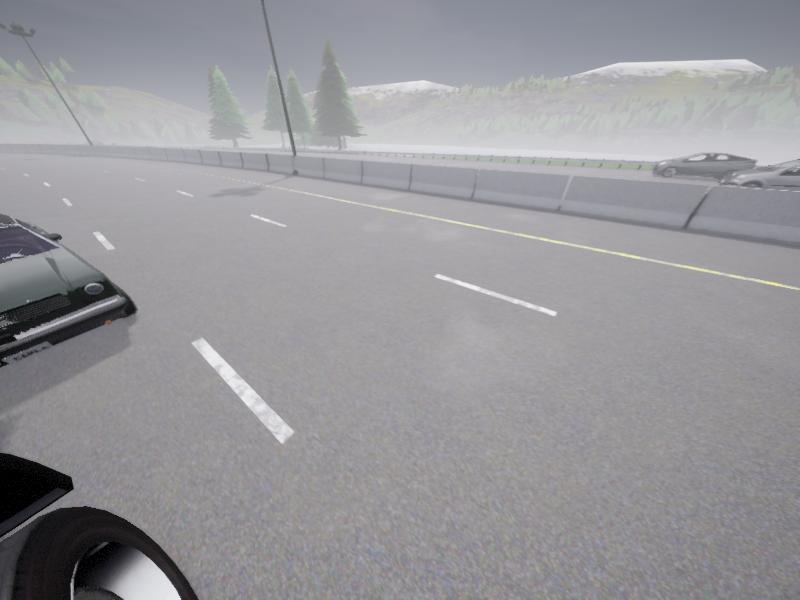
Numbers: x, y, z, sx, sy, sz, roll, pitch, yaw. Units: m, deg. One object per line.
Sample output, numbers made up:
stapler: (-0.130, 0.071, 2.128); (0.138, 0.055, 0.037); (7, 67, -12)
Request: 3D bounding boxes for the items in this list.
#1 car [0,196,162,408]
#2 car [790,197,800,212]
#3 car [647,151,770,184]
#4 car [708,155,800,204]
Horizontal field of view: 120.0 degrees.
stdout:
car: (-5.918, -0.315, 3.197); (4.718, 1.301, 1.895); (18, 40, 24)
car: (16.502, -3.231, 7.279); (3.705, 1.549, 1.789); (23, 41, 28)
car: (20.299, -9.080, 15.634); (4.514, 1.525, 2.007); (23, 41, 28)
car: (17.451, -5.340, 10.235); (3.988, 1.617, 1.851); (23, 41, 28)
